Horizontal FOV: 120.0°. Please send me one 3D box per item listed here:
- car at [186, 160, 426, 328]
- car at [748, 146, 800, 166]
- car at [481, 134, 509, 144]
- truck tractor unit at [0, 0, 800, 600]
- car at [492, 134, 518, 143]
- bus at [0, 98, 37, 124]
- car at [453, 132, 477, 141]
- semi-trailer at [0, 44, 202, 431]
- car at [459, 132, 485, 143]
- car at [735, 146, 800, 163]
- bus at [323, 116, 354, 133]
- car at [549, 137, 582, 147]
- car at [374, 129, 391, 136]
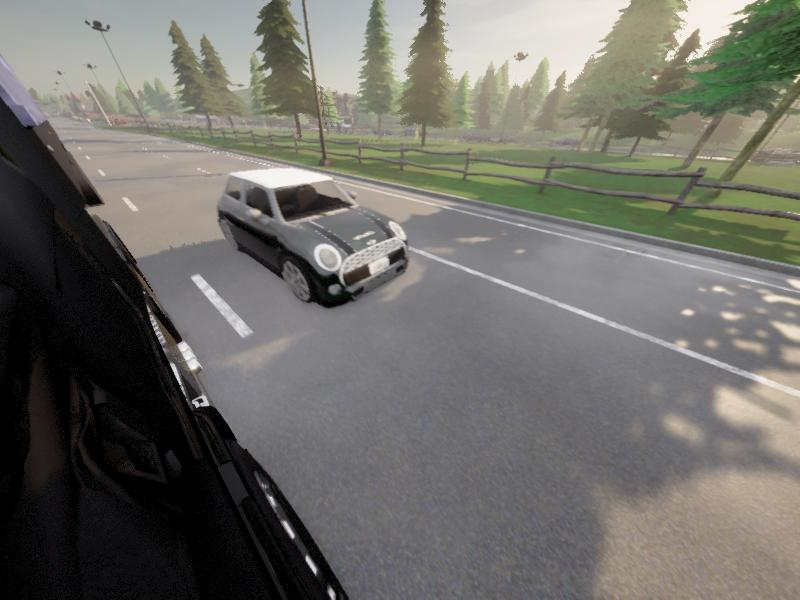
[{"bbox_3d":[-1.728,-1.428,4.205,3.806,1.475,1.970,28,44,30],"label":"car"},{"bbox_3d":[47.527,-17.591,28.273,5.027,1.651,2.152,29,44,31],"label":"car"},{"bbox_3d":[20.487,-34.807,49.821,4.974,1.542,2.038,28,44,30],"label":"car"},{"bbox_3d":[-2.645,-0.295,0.351,6.516,4.208,3.053,28,44,30],"label":"truck tractor unit"},{"bbox_3d":[24.680,-38.092,54.383,4.974,1.542,2.038,28,44,30],"label":"car"},{"bbox_3d":[-88.496,-43.311,53.008,10.273,4.253,3.944,28,44,30],"label":"bus"},{"bbox_3d":[15.806,-40.111,56.544,5.238,1.638,1.930,28,44,30],"label":"car"},{"bbox_3d":[-8.700,-3.587,4.249,14.254,4.402,2.717,28,44,30],"label":"semi-trailer"},{"bbox_3d":[15.355,-34.837,49.505,4.856,1.649,2.033,28,44,30],"label":"car"},{"bbox_3d":[52.181,-20.594,32.558,5.366,1.575,1.801,29,45,31],"label":"car"},{"bbox_3d":[-20.297,-57.651,75.785,10.273,4.253,3.944,28,44,30],"label":"bus"},{"bbox_3d":[34.351,-32.897,48.021,5.008,1.535,1.882,28,44,30],"label":"car"},{"bbox_3d":[-4.703,-45.504,62.773,4.514,1.525,2.007,28,44,30],"label":"car"}]
